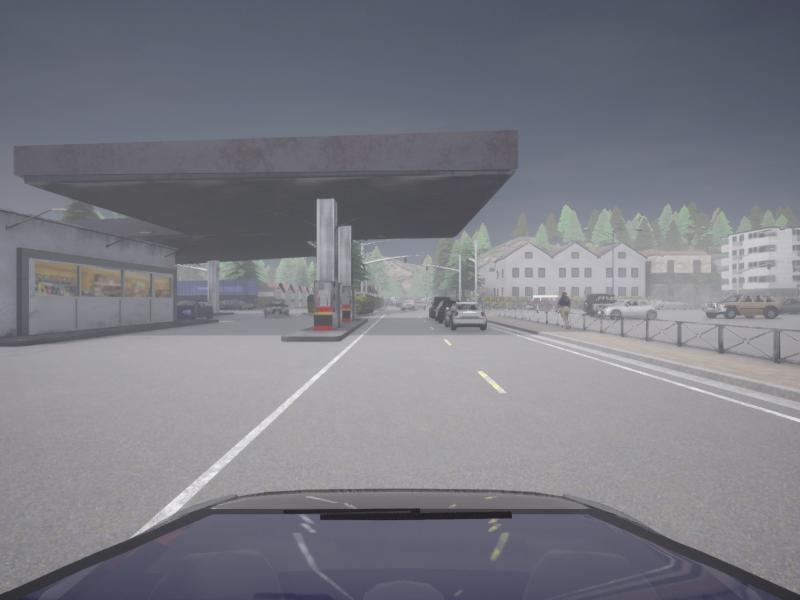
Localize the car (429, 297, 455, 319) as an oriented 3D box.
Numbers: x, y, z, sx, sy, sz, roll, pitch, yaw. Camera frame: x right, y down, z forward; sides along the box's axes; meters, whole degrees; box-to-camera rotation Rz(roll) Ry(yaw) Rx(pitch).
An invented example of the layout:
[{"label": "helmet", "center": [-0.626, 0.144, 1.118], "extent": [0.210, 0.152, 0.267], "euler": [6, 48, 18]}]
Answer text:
[{"label": "car", "center": [3.589, 0.646, 34.986], "extent": [1.905, 1.878, 3.866], "euler": [0, 0, 0]}]

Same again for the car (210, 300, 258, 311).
[{"label": "car", "center": [-21.219, 0.702, 51.244], "extent": [5.357, 1.411, 2.033], "euler": [0, 0, -1]}]

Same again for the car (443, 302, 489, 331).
[{"label": "car", "center": [3.559, 0.853, 22.210], "extent": [1.970, 1.475, 3.806], "euler": [0, 0, 0]}]

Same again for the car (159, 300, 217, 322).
[{"label": "car", "center": [-17.145, 0.824, 32.665], "extent": [2.242, 1.667, 4.611], "euler": [0, 0, 0]}]

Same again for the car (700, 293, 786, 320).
[{"label": "car", "center": [24.737, 0.441, 28.980], "extent": [4.605, 1.855, 1.932], "euler": [0, 0, 0]}]

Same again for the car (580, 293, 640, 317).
[{"label": "car", "center": [16.857, 0.420, 32.239], "extent": [3.866, 1.878, 1.905], "euler": [0, 0, 0]}]

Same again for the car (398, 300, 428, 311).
[{"label": "car", "center": [1.886, 0.776, 55.495], "extent": [1.812, 1.442, 4.674], "euler": [-1, 0, 37]}]

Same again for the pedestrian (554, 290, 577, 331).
[{"label": "pedestrian", "center": [7.810, 0.485, 18.920], "extent": [0.751, 1.860, 0.751], "euler": [0, 0, 0]}]

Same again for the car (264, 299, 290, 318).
[{"label": "car", "center": [-11.716, 0.756, 38.123], "extent": [2.242, 1.667, 4.611], "euler": [0, 0, -17]}]

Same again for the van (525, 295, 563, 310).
[{"label": "van", "center": [19.682, 0.380, 54.917], "extent": [4.480, 2.038, 2.069], "euler": [0, 0, -4]}]

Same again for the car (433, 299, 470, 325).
[{"label": "car", "center": [3.572, 0.778, 28.533], "extent": [2.033, 1.649, 4.856], "euler": [0, 0, 0]}]

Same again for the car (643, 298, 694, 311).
[{"label": "car", "center": [34.404, 0.589, 51.376], "extent": [5.027, 1.651, 2.152], "euler": [0, 0, 0]}]

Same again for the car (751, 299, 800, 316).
[{"label": "car", "center": [34.723, 0.641, 35.957], "extent": [4.514, 1.523, 2.007], "euler": [0, 0, 0]}]

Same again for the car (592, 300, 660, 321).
[{"label": "car", "center": [16.258, 0.704, 28.912], "extent": [3.806, 1.475, 1.970], "euler": [0, 0, 0]}]

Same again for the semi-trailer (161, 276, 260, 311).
[{"label": "semi-trailer", "center": [-26.539, -0.792, 55.779], "extent": [14.254, 4.402, 2.717], "euler": [-1, 0, 17]}]

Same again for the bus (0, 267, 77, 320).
[{"label": "bus", "center": [-33.989, -0.535, 34.428], "extent": [3.944, 4.253, 10.273], "euler": [0, 0, 0]}]
